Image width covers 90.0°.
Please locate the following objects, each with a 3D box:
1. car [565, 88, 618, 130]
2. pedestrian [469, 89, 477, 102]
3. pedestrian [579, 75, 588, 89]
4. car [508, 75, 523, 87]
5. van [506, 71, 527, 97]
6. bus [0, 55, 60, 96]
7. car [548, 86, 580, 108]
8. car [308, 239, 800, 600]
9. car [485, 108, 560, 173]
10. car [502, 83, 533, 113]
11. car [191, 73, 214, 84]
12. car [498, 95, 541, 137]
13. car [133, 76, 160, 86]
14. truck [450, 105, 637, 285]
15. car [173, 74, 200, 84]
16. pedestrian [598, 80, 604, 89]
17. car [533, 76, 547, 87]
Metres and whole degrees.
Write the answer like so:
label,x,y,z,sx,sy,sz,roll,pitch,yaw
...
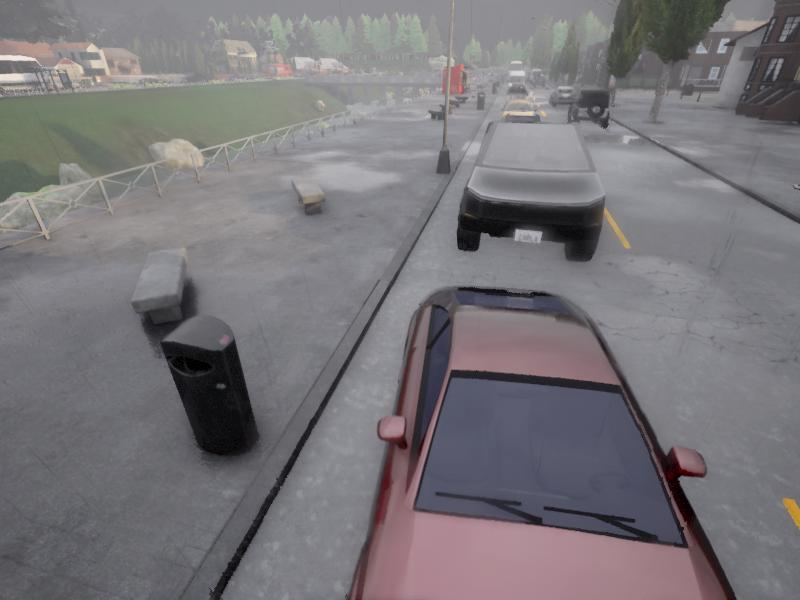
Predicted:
label,x,y,z,sx,sy,sz,roll,pitch,yaw
car,11.001,-11.188,23.282,1.905,1.878,3.866,7,31,12
pedestrian,6.810,-19.035,37.251,0.500,1.100,0.500,-3,30,-5
pedestrian,26.545,-31.545,57.891,0.751,1.860,0.751,9,31,15
car,19.508,-37.092,67.721,2.097,1.767,4.553,7,31,12
van,13.998,-26.120,48.157,1.988,2.561,5.915,7,31,12
bus,-49.237,-27.683,49.256,3.944,4.253,10.273,7,31,12
car,14.374,-17.943,35.254,1.970,1.475,3.806,7,31,12
car,0.864,1.014,2.953,1.994,1.385,4.181,4,30,7
car,4.507,-6.140,15.025,2.128,1.511,4.902,7,31,12
car,9.244,-16.031,31.593,1.932,1.855,4.605,7,31,12
car,-40.124,-45.097,81.416,1.905,1.878,3.866,7,31,12
car,6.459,-10.178,21.868,1.801,1.575,5.366,7,31,12
car,-46.524,-40.208,73.529,1.970,1.475,3.806,7,31,12
truck,2.773,-2.830,8.780,2.390,2.098,6.274,7,31,12
car,-43.965,-45.571,82.455,2.033,1.649,4.856,7,31,12
pedestrian,30.138,-32.326,60.005,0.500,1.100,0.500,4,31,7
car,23.638,-37.023,67.816,1.789,1.549,3.705,7,31,12
